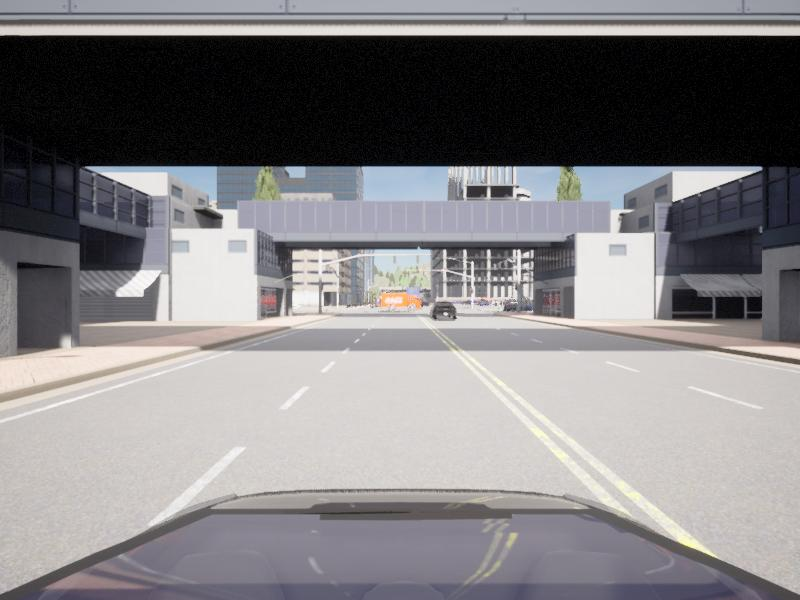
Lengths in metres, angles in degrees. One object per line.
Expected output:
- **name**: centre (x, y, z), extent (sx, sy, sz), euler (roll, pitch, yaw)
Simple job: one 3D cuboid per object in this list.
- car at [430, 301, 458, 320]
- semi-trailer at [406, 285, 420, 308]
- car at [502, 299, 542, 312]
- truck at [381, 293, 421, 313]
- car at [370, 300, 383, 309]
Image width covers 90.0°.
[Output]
- **car**: centre (3.641, 0.844, 34.101), extent (1.837, 1.490, 4.892), euler (0, 0, 0)
- **semi-trailer**: centre (2.669, -0.621, 82.285), extent (2.717, 4.402, 14.254), euler (0, 0, 2)
- **car**: centre (16.020, 0.757, 52.600), extent (4.611, 1.667, 2.242), euler (0, 0, 0)
- **truck**: centre (0.134, 0.361, 52.551), extent (5.204, 2.467, 2.627), euler (0, 0, -1)
- **car**: centre (-4.138, 0.827, 71.231), extent (2.038, 1.542, 4.974), euler (0, 0, 1)
